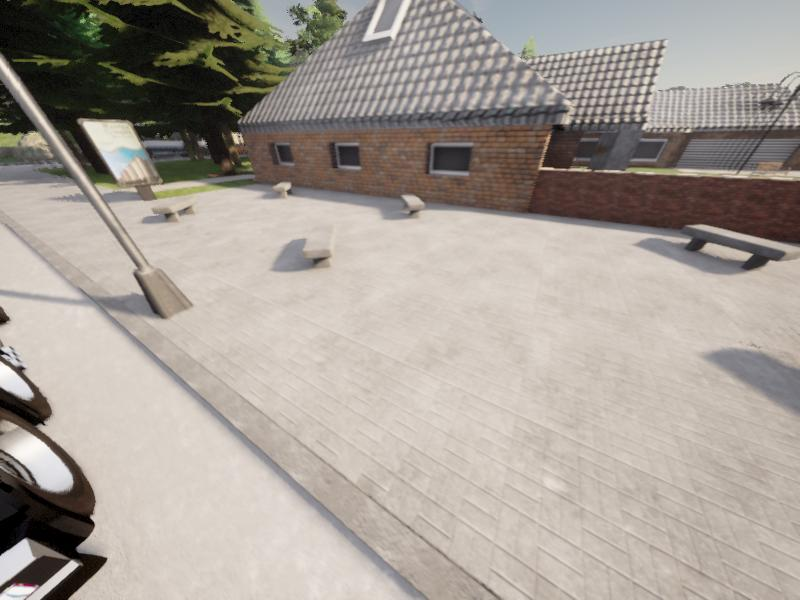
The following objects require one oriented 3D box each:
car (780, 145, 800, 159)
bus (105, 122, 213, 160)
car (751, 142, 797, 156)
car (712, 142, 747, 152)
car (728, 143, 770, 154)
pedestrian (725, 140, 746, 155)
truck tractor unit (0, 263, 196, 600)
[{"bbox_3d":[52.706,-19.159,29.866,1.994,1.385,4.181,18,39,24],"label":"car"},{"bbox_3d":[-36.971,-24.860,36.364,3.944,4.253,10.273,18,38,24],"label":"bus"},{"bbox_3d":[56.180,-22.759,34.801,1.851,1.617,3.988,18,39,24],"label":"car"},{"bbox_3d":[62.686,-29.182,44.084,2.163,1.488,4.792,18,39,24],"label":"car"},{"bbox_3d":[59.458,-25.969,39.495,2.163,1.488,4.792,18,39,24],"label":"car"},{"bbox_3d":[50.217,-22.881,34.584,0.751,1.860,0.751,18,39,24],"label":"pedestrian"},{"bbox_3d":[-5.110,-0.301,0.788,6.516,4.208,3.053,18,39,24],"label":"truck tractor unit"}]
